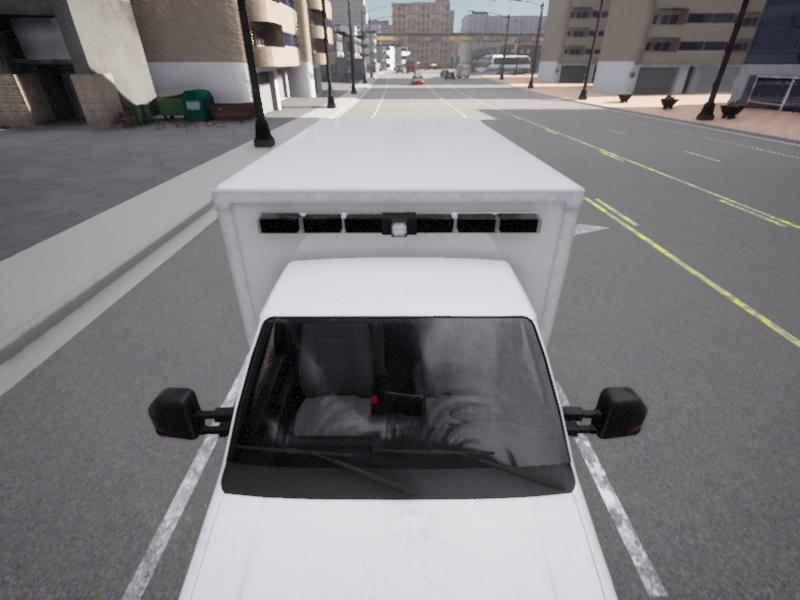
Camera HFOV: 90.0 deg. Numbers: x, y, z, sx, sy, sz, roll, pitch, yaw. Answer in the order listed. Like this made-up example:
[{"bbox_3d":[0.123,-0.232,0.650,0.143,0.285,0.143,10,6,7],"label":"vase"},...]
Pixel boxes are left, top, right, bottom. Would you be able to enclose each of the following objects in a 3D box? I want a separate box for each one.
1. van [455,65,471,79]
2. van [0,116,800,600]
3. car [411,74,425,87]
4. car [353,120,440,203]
[{"bbox_3d":[13.407,-48.663,85.192,2.351,2.431,6.366,0,32,0],"label":"van"},{"bbox_3d":[-0.012,-0.121,3.875,2.351,2.431,6.366,0,30,0],"label":"van"},{"bbox_3d":[3.028,-37.228,67.718,2.242,1.667,4.611,0,32,0],"label":"car"},{"bbox_3d":[-0.098,-4.417,12.253,2.128,1.511,4.902,0,30,0],"label":"car"}]
